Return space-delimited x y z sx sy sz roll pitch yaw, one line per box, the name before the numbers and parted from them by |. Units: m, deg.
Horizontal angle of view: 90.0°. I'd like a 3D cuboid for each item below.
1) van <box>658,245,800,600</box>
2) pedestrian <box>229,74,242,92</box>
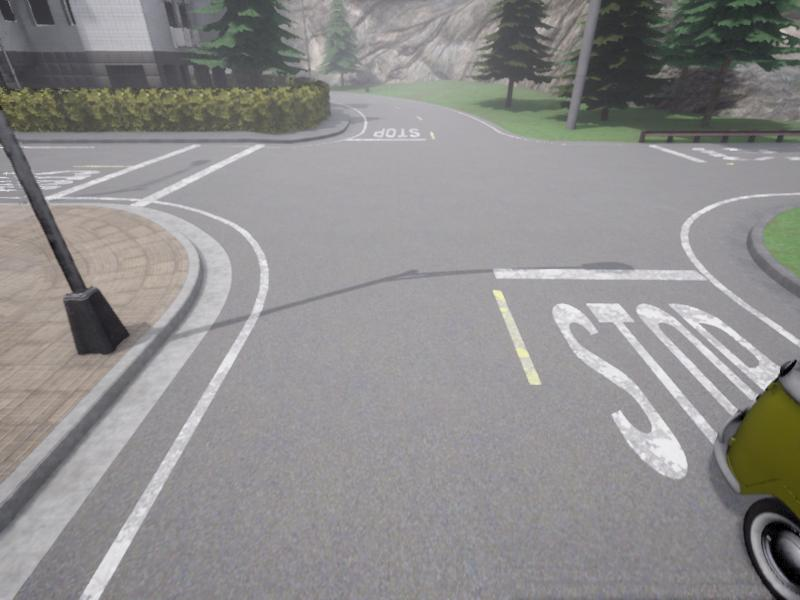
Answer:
van | 3.209 1.629 1.201 1.775 1.987 4.442 0 31 0
pedestrian | -19.246 -25.346 46.776 0.751 1.860 0.751 23 37 33
